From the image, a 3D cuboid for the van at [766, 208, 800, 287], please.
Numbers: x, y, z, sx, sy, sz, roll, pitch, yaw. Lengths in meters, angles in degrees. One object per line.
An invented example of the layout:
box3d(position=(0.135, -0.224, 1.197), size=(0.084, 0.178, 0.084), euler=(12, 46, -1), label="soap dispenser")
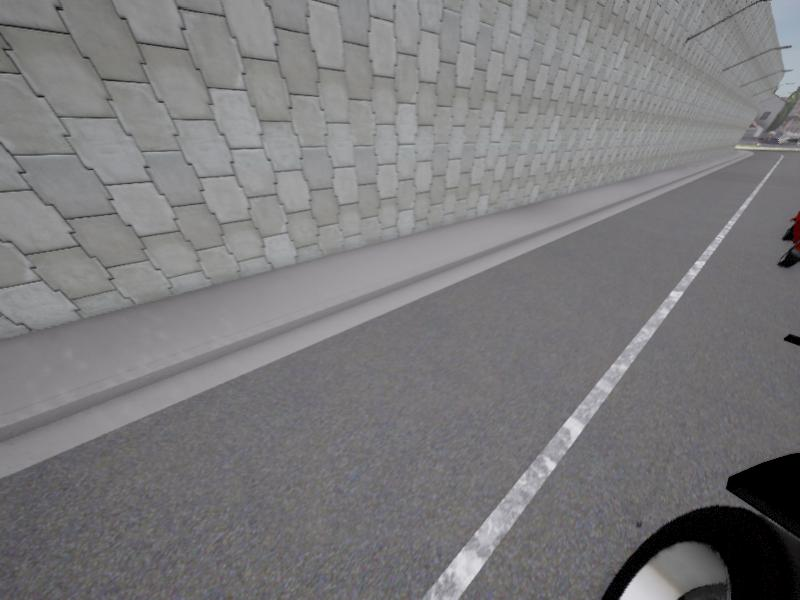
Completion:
box3d(position=(9.343, -1.558, 4.315), size=(4.442, 1.987, 1.775), euler=(-22, 41, -28), label="van")
